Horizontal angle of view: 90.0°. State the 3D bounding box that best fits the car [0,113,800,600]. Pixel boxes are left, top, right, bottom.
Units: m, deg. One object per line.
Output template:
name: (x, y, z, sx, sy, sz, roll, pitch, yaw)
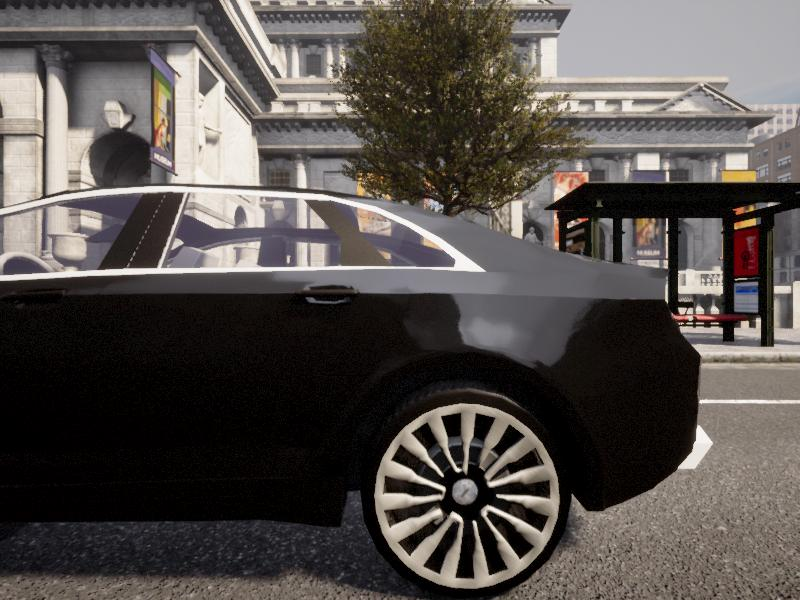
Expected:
car: (-1.169, 0.236, 2.211, 4.902, 1.511, 2.128, 0, 0, 1)
